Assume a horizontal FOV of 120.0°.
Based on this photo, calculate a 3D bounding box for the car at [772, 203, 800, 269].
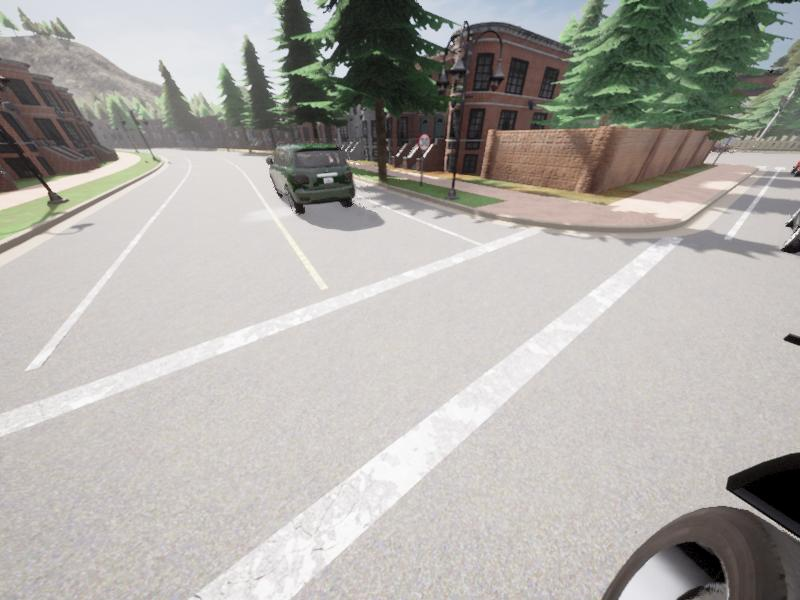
[{"bbox_3d":[10.841,-1.924,5.144,5.238,1.638,1.930,-23,41,-27],"label":"car"}]

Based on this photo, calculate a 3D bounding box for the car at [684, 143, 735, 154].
[{"bbox_3d":[49.912,-24.585,37.349,1.895,1.301,4.718,-22,40,-28],"label":"car"}]

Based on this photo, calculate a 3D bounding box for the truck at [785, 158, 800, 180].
[{"bbox_3d":[27.292,-8.945,14.284,5.204,2.467,2.627,-22,40,-28],"label":"truck"}]

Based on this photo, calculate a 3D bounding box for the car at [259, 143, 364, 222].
[{"bbox_3d":[-3.721,-4.987,9.200,2.150,2.045,5.566,-21,40,-26],"label":"car"}]
